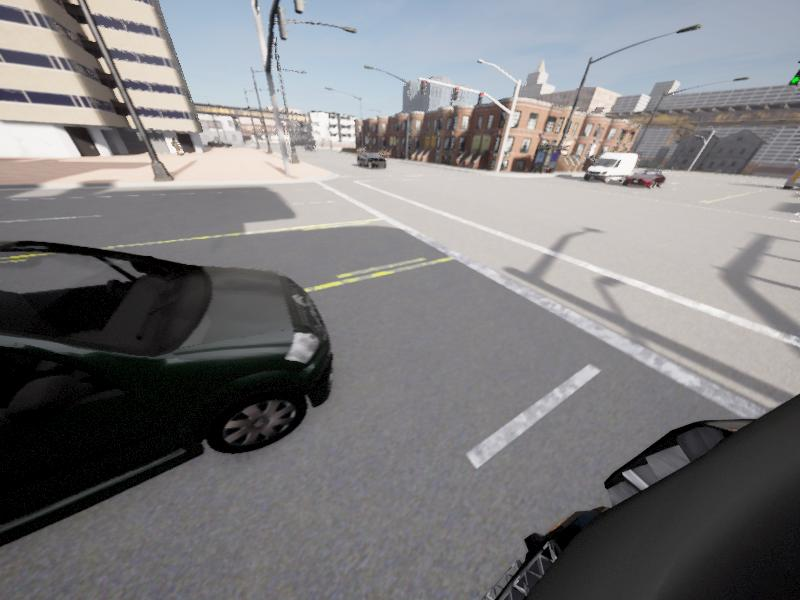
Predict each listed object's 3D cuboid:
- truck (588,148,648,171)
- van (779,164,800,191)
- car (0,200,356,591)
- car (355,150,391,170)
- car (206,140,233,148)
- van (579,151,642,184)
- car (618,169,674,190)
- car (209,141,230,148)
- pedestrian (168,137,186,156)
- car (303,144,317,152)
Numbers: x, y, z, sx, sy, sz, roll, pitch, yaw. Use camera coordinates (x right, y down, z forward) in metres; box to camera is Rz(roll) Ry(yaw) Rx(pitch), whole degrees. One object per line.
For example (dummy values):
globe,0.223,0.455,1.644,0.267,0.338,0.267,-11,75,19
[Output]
truck,47.953,-31.393,51.352,2.891,3.827,8.468,-16,38,-26
van,46.273,-13.784,26.037,6.366,2.431,2.351,-16,38,-26
car,-2.579,0.479,1.572,3.988,1.617,1.851,-16,38,-26
car,-3.103,-15.613,25.667,1.930,1.638,5.238,-16,38,-26
car,-46.852,-40.682,60.144,5.238,1.638,1.930,-18,39,-27
van,21.500,-13.488,23.575,5.915,2.561,1.988,-16,38,-26
car,22.326,-10.997,20.951,4.181,1.385,1.994,-16,38,-26
car,-45.082,-38.843,57.745,3.806,1.475,1.970,-18,39,-27
pedestrian,-27.087,-18.589,28.052,0.751,1.860,0.751,-6,35,-13
car,-23.378,-39.386,59.925,2.128,1.511,4.902,-17,38,-27
